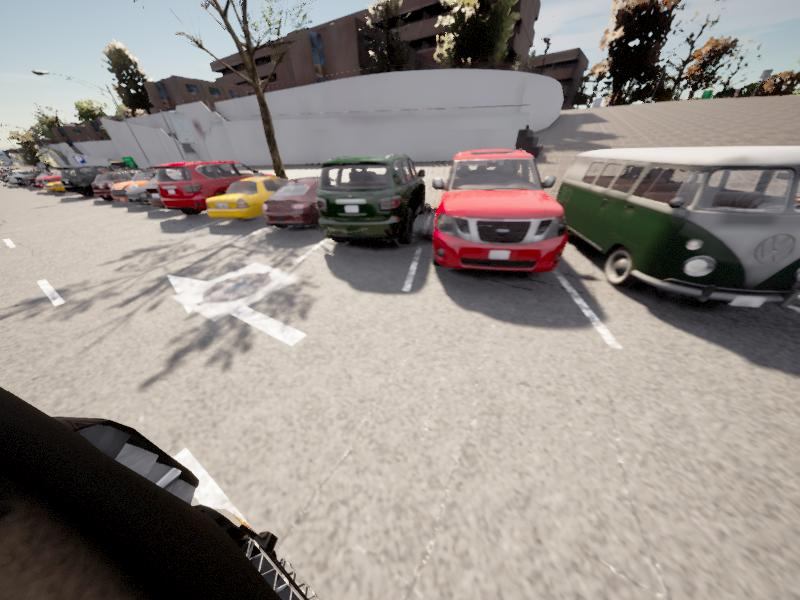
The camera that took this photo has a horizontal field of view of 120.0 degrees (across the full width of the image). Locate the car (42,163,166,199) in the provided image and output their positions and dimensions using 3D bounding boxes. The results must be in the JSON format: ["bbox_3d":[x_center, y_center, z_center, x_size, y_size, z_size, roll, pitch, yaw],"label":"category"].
[{"bbox_3d":[-23.803,-9.949,19.099,2.435,2.045,5.566,3,33,10],"label":"car"}]

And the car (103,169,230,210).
[{"bbox_3d":[-13.439,-6.778,13.889,2.231,1.521,4.892,4,33,10],"label":"car"}]

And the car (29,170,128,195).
[{"bbox_3d":[-31.577,-11.811,23.063,1.946,1.575,5.366,4,33,10],"label":"car"}]

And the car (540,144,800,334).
[{"bbox_3d":[4.623,-1.666,4.306,1.878,1.987,4.442,4,34,10],"label":"car"}]

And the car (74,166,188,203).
[{"bbox_3d":[-18.631,-8.342,16.451,2.185,1.767,4.553,3,33,10],"label":"car"}]

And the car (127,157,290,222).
[{"bbox_3d":[-8.279,-5.520,11.113,2.435,2.045,5.566,4,33,10],"label":"car"}]

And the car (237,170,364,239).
[{"bbox_3d":[-3.101,-3.767,8.580,2.002,1.452,4.674,4,33,10],"label":"car"}]

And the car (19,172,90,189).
[{"bbox_3d":[-44.473,-15.494,29.944,2.002,1.452,4.674,4,33,10],"label":"car"}]

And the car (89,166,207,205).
[{"bbox_3d":[-16.026,-7.638,15.171,2.185,1.767,4.553,4,33,10],"label":"car"}]

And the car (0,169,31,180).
[{"bbox_3d":[-88.481,-28.390,52.301,2.185,1.767,4.553,4,34,10],"label":"car"}]

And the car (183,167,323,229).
[{"bbox_3d":[-5.653,-4.652,10.046,1.946,1.575,5.366,4,33,10],"label":"car"}]

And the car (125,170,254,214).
[{"bbox_3d":[-10.856,-6.028,12.596,2.163,1.488,4.792,4,33,10],"label":"car"}]

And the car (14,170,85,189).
[{"bbox_3d":[-47.060,-16.376,31.217,2.185,1.767,4.553,4,33,10],"label":"car"}]

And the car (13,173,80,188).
[{"bbox_3d":[-49.643,-16.948,32.619,2.002,1.452,4.674,4,33,10],"label":"car"}]

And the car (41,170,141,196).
[{"bbox_3d":[-28.932,-11.285,22.034,1.946,1.575,5.366,3,33,10],"label":"car"}]

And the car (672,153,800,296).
[{"bbox_3d":[7.208,-0.858,3.064,2.185,1.767,4.553,4,34,11],"label":"car"}]

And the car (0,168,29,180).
[{"bbox_3d":[-91.032,-29.312,53.674,1.878,1.987,4.442,4,34,10],"label":"car"}]

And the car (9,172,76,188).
[{"bbox_3d":[-52.239,-17.710,33.972,2.163,1.488,4.792,4,33,10],"label":"car"}]

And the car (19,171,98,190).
[{"bbox_3d":[-41.894,-14.799,28.576,2.097,1.535,5.008,3,33,10],"label":"car"}]

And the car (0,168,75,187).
[{"bbox_3d":[-54.835,-18.682,35.150,2.435,2.045,5.566,4,33,10],"label":"car"}]

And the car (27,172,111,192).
[{"bbox_3d":[-36.718,-13.317,25.890,2.163,1.488,4.792,4,33,10],"label":"car"}]

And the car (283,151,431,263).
[{"bbox_3d":[-0.520,-3.279,7.109,2.435,2.045,5.566,4,33,10],"label":"car"}]

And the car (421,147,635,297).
[{"bbox_3d":[2.062,-2.493,5.716,2.435,2.045,5.566,4,33,10],"label":"car"}]

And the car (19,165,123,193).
[{"bbox_3d":[-34.142,-12.829,24.398,2.435,2.045,5.566,4,33,10],"label":"car"}]
